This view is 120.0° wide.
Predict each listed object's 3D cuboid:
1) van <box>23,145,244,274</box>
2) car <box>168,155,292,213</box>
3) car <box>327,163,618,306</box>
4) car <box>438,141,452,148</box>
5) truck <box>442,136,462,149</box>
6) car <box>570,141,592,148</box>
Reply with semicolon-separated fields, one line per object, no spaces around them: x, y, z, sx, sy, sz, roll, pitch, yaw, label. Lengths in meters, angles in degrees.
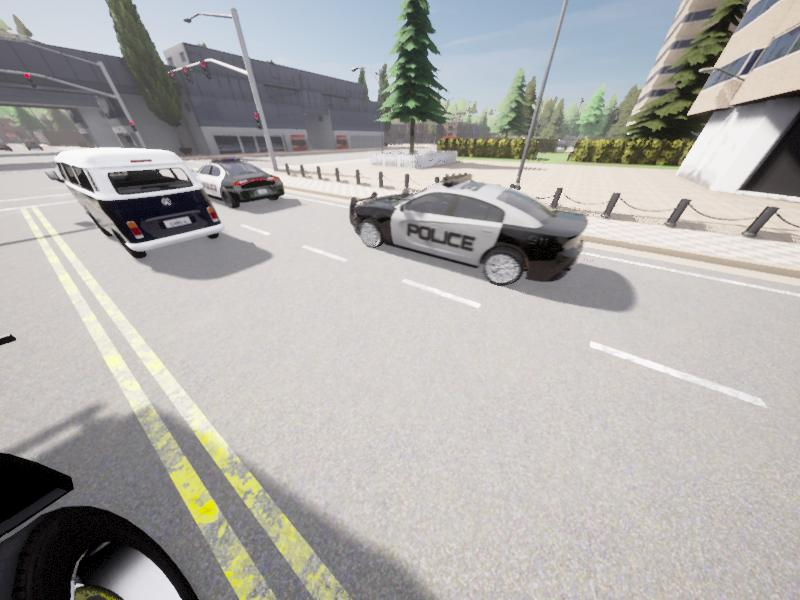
-6.504;-2.564;5.740;4.480;2.038;2.069;21;40;27;van
-7.177;-5.063;9.723;4.974;1.542;2.038;22;41;28;car
1.050;-1.882;5.164;5.238;1.638;1.930;21;40;27;car
11.850;-40.506;60.139;1.816;1.474;4.193;21;40;27;car
12.530;-37.884;55.570;2.627;2.467;5.204;21;40;27;truck
51.224;-44.079;65.393;4.611;1.667;2.242;21;40;27;car
